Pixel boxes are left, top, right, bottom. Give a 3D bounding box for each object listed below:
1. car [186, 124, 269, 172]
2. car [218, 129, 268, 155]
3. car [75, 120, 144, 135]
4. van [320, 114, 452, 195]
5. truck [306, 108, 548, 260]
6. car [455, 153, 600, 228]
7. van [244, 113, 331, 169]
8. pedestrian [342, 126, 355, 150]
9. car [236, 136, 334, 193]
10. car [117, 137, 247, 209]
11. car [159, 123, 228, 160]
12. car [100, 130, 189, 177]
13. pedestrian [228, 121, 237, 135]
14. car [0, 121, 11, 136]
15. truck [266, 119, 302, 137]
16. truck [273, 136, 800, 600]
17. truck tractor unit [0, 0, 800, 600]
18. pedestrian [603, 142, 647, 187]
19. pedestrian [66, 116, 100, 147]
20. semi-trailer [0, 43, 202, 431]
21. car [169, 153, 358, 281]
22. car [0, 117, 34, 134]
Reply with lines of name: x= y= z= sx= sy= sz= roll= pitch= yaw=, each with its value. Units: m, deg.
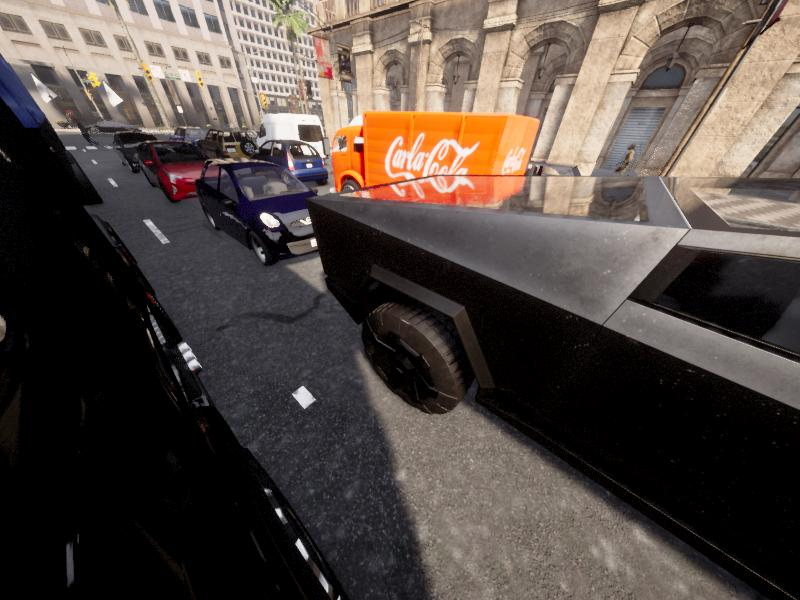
car: x=-9.753 y=-8.677 z=13.051 sx=4.605 sy=1.855 sz=1.932 roll=28 pitch=44 yaw=30
car: x=-12.781 y=-12.898 z=18.788 sx=3.633 sy=1.501 sz=1.845 roll=29 pitch=44 yaw=30
car: x=-37.392 y=-22.323 z=29.937 sx=2.033 sy=1.411 sz=5.357 roll=28 pitch=44 yaw=30
van: x=-0.890 y=-6.926 z=10.719 sx=5.915 sy=2.561 sz=1.988 roll=28 pitch=44 yaw=30
truck: x=0.352 y=-3.475 z=6.247 sx=5.204 sy=2.467 sz=2.627 roll=28 pitch=44 yaw=30
car: x=4.038 y=-3.861 z=7.778 sx=3.633 sy=1.501 sz=1.845 roll=28 pitch=44 yaw=30
van: x=-7.283 y=-10.371 z=14.919 sx=5.915 sy=2.561 sz=1.988 roll=28 pitch=44 yaw=30
pedestrian: x=-5.011 y=-15.835 z=22.632 sx=0.751 sy=1.860 sz=0.751 roll=24 pitch=42 yaw=26
car: x=-4.978 y=-5.994 z=9.994 sx=3.988 sy=1.617 sz=1.851 roll=28 pitch=44 yaw=30
car: x=-7.662 y=-4.660 z=8.110 sx=4.514 sy=1.525 sz=2.007 roll=28 pitch=44 yaw=30
car: x=-14.384 y=-11.117 z=16.087 sx=4.553 sy=1.767 sz=2.097 roll=28 pitch=44 yaw=30
car: x=-12.746 y=-7.408 z=11.486 sx=4.892 sy=1.490 sz=1.837 roll=29 pitch=44 yaw=30
pedestrian: x=-28.997 y=-29.823 z=40.056 sx=0.751 sy=1.860 sz=0.751 roll=-15 pitch=40 yaw=-22
car: x=-41.569 y=-16.378 z=21.526 sx=1.930 sy=1.638 sz=5.238 roll=28 pitch=44 yaw=30
truck: x=-22.087 y=-33.056 z=44.277 sx=2.627 sy=2.467 sz=5.204 roll=28 pitch=47 yaw=30
truck: x=2.231 y=0.433 z=1.454 sx=6.274 sy=2.098 sz=2.390 roll=28 pitch=44 yaw=30
truck tractor unit: x=-2.645 y=-0.295 z=0.351 sx=6.516 sy=4.208 sz=3.053 roll=28 pitch=44 yaw=30
pedestrian: x=11.174 y=-6.756 z=11.526 sx=0.751 sy=1.860 sz=0.751 roll=-28 pitch=46 yaw=-34
pedestrian: x=-24.309 y=-12.921 z=17.775 sx=0.751 sy=1.860 sz=0.751 roll=31 pitch=45 yaw=32
semi-trailer: x=-8.694 y=-3.610 z=4.228 sx=14.254 sy=4.402 sz=2.717 roll=28 pitch=44 yaw=30
car: x=-2.883 y=-2.078 z=4.960 sx=3.633 sy=1.501 sz=1.845 roll=28 pitch=44 yaw=30
car: x=-43.002 y=-18.545 z=24.558 sx=1.994 sy=1.385 sz=4.181 roll=28 pitch=44 yaw=30
